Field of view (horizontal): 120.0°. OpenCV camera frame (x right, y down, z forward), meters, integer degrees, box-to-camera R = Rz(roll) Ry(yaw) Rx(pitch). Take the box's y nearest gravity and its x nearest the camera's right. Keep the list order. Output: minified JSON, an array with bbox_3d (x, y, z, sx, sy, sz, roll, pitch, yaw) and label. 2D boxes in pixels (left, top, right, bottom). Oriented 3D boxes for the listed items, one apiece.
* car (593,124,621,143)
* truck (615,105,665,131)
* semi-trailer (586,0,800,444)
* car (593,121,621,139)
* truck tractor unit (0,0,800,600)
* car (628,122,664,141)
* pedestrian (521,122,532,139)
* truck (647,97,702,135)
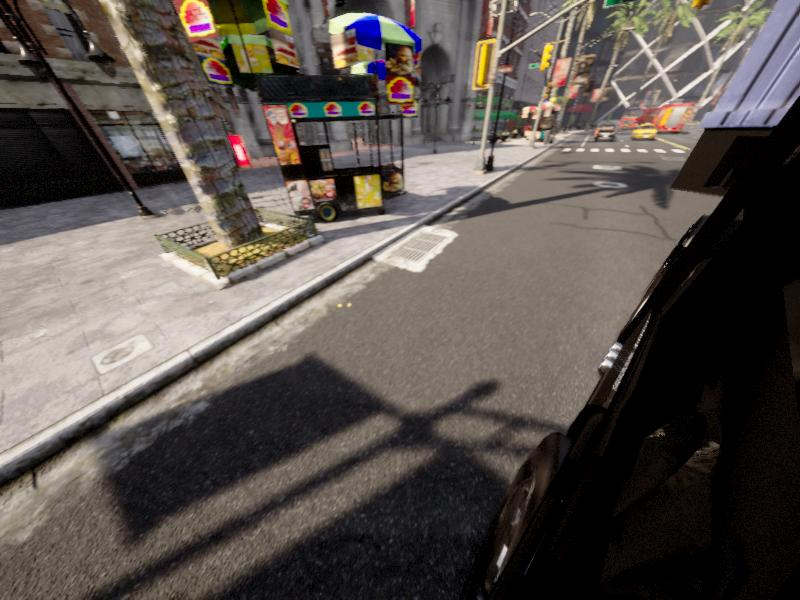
[{"bbox_3d":[23.305,-18.868,26.128,1.789,1.549,3.705,21,43,28],"label":"car"},{"bbox_3d":[48.851,-37.078,47.013,8.468,3.827,2.891,-19,40,-20],"label":"truck"},{"bbox_3d":[9.936,-2.162,2.241,14.254,4.402,2.717,-10,37,-9],"label":"semi-trailer"},{"bbox_3d":[26.932,-22.242,30.212,2.097,1.767,4.553,21,43,28],"label":"car"},{"bbox_3d":[2.645,-0.295,0.351,6.516,4.208,3.053,-28,44,-30],"label":"truck tractor unit"},{"bbox_3d":[27.620,-19.045,26.090,1.801,1.575,5.366,21,43,28],"label":"car"},{"bbox_3d":[17.260,-23.110,31.583,0.751,1.860,0.751,21,43,28],"label":"pedestrian"},{"bbox_3d":[40.112,-27.092,34.215,2.891,3.827,8.468,22,43,29],"label":"truck"}]
